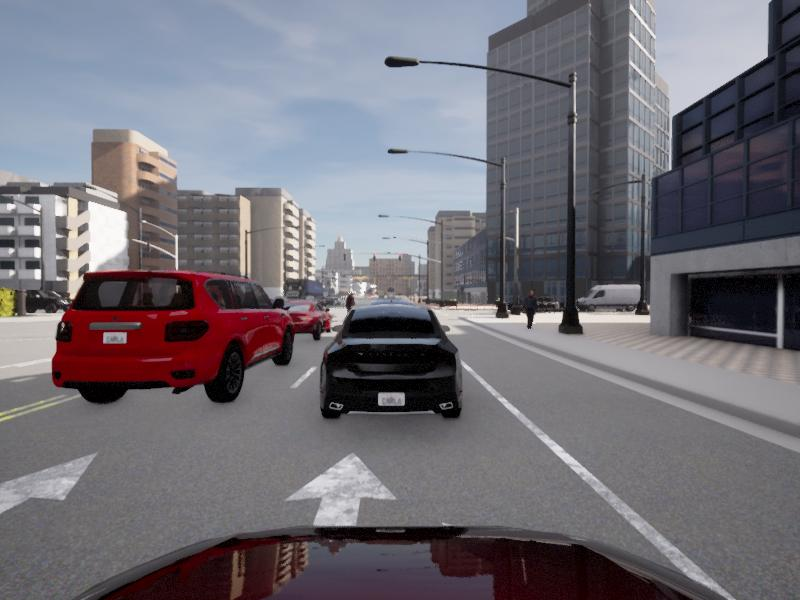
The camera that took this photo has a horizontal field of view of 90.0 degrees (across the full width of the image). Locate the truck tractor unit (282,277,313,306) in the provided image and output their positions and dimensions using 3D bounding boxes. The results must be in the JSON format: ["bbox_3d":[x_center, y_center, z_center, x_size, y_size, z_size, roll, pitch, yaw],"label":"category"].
[{"bbox_3d":[-15.340,-1.182,60.365,3.053,4.208,6.516,0,0,-1],"label":"truck tractor unit"}]

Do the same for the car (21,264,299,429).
[{"bbox_3d":[-3.676,0.547,7.761,2.150,2.045,5.566,0,1,-1],"label":"car"}]

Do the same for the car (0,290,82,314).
[{"bbox_3d":[-30.852,0.145,34.241,5.566,2.045,2.150,0,1,-1],"label":"car"}]

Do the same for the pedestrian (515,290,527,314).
[{"bbox_3d":[9.265,0.147,30.624,0.751,1.860,0.751,0,1,21],"label":"pedestrian"}]

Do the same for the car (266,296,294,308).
[{"bbox_3d":[-15.142,0.244,50.667,2.163,1.488,4.792,0,0,-1],"label":"car"}]

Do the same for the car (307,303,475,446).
[{"bbox_3d":[-0.149,0.835,6.827,1.837,1.490,4.892,0,0,-1],"label":"car"}]

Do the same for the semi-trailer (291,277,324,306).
[{"bbox_3d":[-15.563,-1.312,68.274,2.717,4.402,14.254,0,0,-2],"label":"semi-trailer"}]

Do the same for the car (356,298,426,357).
[{"bbox_3d":[-0.289,0.736,13.310,1.882,1.535,5.008,0,1,-1],"label":"car"}]

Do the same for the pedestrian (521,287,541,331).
[{"bbox_3d":[5.715,0.372,17.495,0.751,1.860,0.751,0,1,12],"label":"pedestrian"}]

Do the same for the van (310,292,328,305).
[{"bbox_3d":[-15.772,-0.346,78.407,2.351,2.431,6.366,0,0,-1],"label":"van"}]

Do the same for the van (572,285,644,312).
[{"bbox_3d":[19.906,-0.155,38.479,5.915,2.561,1.988,0,1,-1],"label":"van"}]

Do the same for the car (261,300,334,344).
[{"bbox_3d":[-3.878,0.746,15.994,1.812,1.442,4.674,0,1,-1],"label":"car"}]

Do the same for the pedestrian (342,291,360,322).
[{"bbox_3d":[-3.014,0.396,24.669,0.751,1.860,0.751,1,1,45],"label":"pedestrian"}]

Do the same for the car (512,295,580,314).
[{"bbox_3d":[12.707,0.353,34.963,5.238,1.638,1.930,0,1,-1],"label":"car"}]

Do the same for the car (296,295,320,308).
[{"bbox_3d":[-11.656,0.164,50.941,1.930,1.638,5.238,0,0,-1],"label":"car"}]

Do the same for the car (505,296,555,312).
[{"bbox_3d":[12.427,0.375,38.379,4.193,1.474,1.816,0,1,-1],"label":"car"}]
